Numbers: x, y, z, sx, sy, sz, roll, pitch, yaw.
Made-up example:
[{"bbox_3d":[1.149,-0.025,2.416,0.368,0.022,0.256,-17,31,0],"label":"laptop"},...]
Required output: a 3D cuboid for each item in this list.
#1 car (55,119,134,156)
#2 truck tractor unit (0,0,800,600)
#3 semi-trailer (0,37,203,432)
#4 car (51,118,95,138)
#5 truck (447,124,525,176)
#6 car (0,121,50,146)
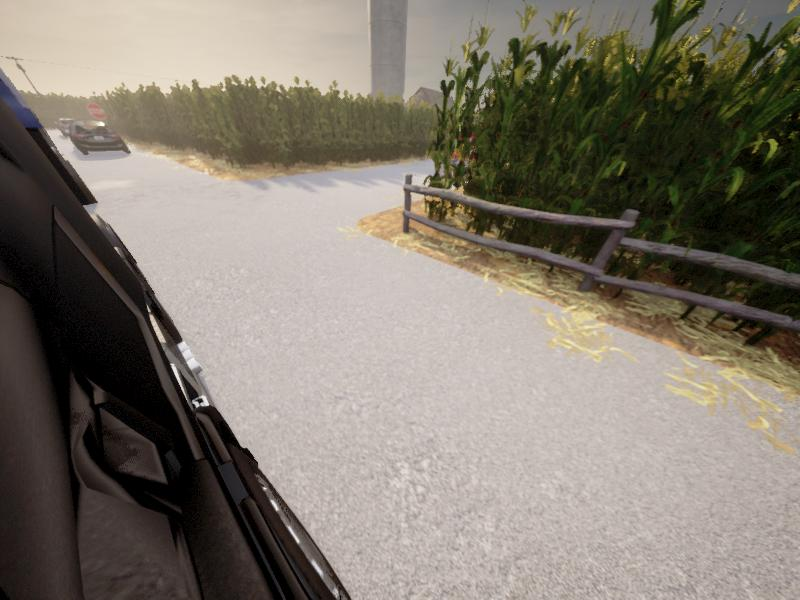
[{"bbox_3d":[-20.129,-10.768,15.240,4.611,1.667,2.242,27,43,29],"label":"car"},{"bbox_3d":[-2.645,-0.295,0.351,6.516,4.208,3.053,28,44,30],"label":"truck tractor unit"},{"bbox_3d":[-8.748,-3.582,4.161,14.254,4.402,2.717,28,43,29],"label":"semi-trailer"},{"bbox_3d":[-33.063,-17.398,23.355,3.806,1.475,1.970,28,43,29],"label":"car"},{"bbox_3d":[5.837,-10.211,15.575,2.627,2.467,5.204,28,44,29],"label":"truck"},{"bbox_3d":[-28.390,-12.503,17.309,4.718,1.301,1.895,27,43,29],"label":"car"}]
